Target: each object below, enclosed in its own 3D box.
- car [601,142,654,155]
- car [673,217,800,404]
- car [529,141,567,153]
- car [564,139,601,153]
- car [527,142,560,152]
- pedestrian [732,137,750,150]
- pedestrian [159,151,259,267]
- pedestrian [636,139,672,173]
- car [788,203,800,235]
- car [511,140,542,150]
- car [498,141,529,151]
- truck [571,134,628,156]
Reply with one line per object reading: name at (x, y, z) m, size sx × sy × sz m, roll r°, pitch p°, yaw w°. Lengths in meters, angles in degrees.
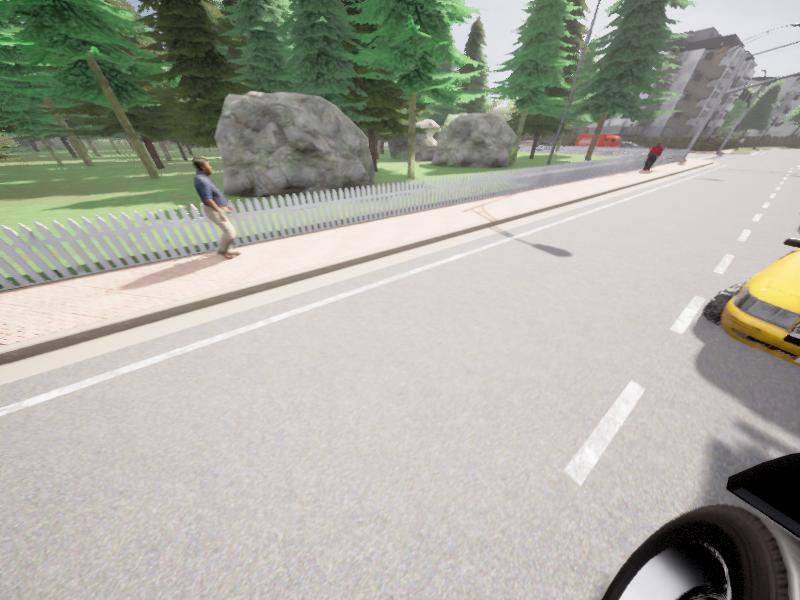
car at (32.986, -22.133, 33.670) m, size 2.128 × 1.511 × 4.902 m, roll -20°, pitch 40°, yaw -26°
car at (6.463, -0.308, 2.930) m, size 5.366 × 1.575 × 1.801 m, roll -16°, pitch 39°, yaw -21°
car at (24.720, -25.766, 38.874) m, size 1.837 × 1.490 × 4.892 m, roll -21°, pitch 40°, yaw -26°
car at (29.687, -25.224, 37.732) m, size 1.905 × 1.878 × 3.866 m, roll -21°, pitch 40°, yaw -26°
car at (26.177, -28.113, 42.355) m, size 1.895 × 1.301 × 4.718 m, roll -21°, pitch 40°, yaw -26°
pedestrian at (56.948, -26.136, 38.570) m, size 0.751 × 1.860 × 0.751 m, roll -19°, pitch 39°, yaw -24°
pedestrian at (-3.493, -1.708, 4.415) m, size 0.751 × 1.860 × 0.751 m, roll -20°, pitch 40°, yaw -26°
pedestrian at (17.122, -9.717, 15.611) m, size 0.751 × 1.860 × 0.751 m, roll -22°, pitch 41°, yaw -27°
car at (13.528, -2.771, 6.444) m, size 4.792 × 1.488 × 2.163 m, roll -22°, pitch 40°, yaw -27°
car at (26.037, -32.076, 47.713) m, size 1.801 × 1.575 × 5.366 m, roll -21°, pitch 40°, yaw -26°
car at (21.160, -28.937, 43.381) m, size 1.837 × 1.490 × 4.892 m, roll -21°, pitch 40°, yaw -26°
truck at (28.711, -22.608, 33.539) m, size 2.627 × 2.467 × 5.204 m, roll -21°, pitch 40°, yaw -26°
